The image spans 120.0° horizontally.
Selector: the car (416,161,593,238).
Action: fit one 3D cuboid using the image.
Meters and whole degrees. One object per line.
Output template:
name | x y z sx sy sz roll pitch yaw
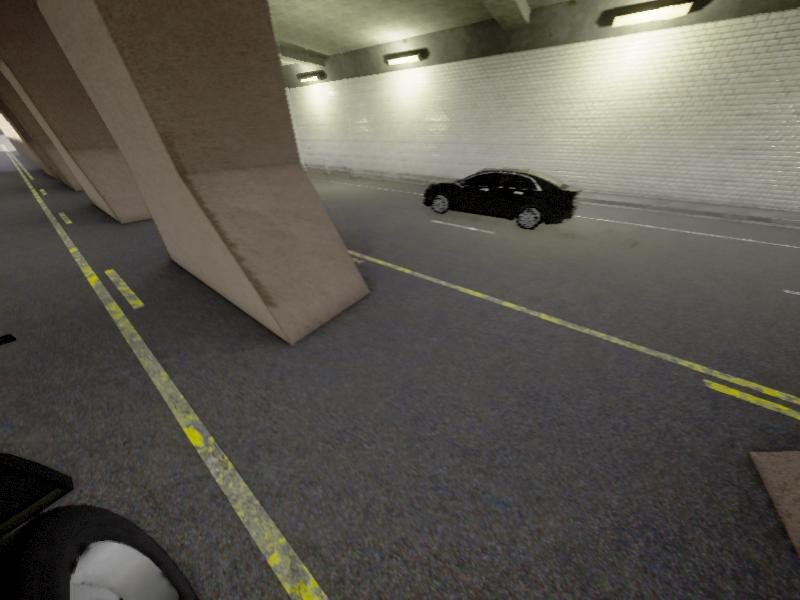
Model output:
car | 3.125 -3.584 7.721 4.892 1.490 1.837 22 41 28
